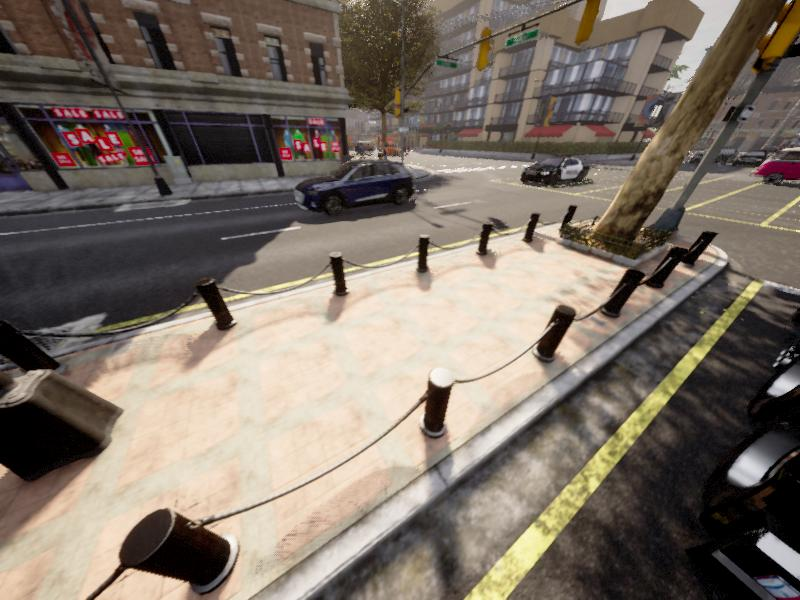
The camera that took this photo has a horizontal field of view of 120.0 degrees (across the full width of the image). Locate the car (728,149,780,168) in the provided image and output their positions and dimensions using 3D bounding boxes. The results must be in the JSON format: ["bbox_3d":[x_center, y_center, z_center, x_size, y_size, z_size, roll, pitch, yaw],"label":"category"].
[{"bbox_3d":[39.000,-15.605,25.440,4.974,1.542,2.038,-18,39,-25],"label":"car"}]

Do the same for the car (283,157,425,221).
[{"bbox_3d":[-1.601,-4.571,9.135,4.856,1.649,2.033,-21,40,-28],"label":"car"}]

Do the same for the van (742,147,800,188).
[{"bbox_3d":[25.023,-7.913,13.863,1.775,1.987,4.442,-18,39,-25],"label":"van"}]

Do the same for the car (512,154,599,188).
[{"bbox_3d":[9.910,-8.349,14.753,4.974,1.542,2.038,-18,39,-25],"label":"car"}]

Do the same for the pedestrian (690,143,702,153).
[{"bbox_3d":[65.946,-33.744,51.418,0.751,1.860,0.751,-17,38,-23],"label":"pedestrian"}]

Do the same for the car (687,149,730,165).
[{"bbox_3d":[37.393,-17.365,28.002,3.806,1.475,1.970,-18,39,-25],"label":"car"}]

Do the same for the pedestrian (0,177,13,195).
[{"bbox_3d":[-18.013,-5.461,9.755,0.751,1.860,0.751,-23,41,-30],"label":"pedestrian"}]

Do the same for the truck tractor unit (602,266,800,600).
[{"bbox_3d":[5.113,-0.298,0.776,6.516,4.208,3.053,-18,39,-24],"label":"truck tractor unit"}]

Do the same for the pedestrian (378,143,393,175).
[{"bbox_3d":[-1.008,-10.146,16.640,0.751,1.860,0.751,-18,39,-24],"label":"pedestrian"}]
